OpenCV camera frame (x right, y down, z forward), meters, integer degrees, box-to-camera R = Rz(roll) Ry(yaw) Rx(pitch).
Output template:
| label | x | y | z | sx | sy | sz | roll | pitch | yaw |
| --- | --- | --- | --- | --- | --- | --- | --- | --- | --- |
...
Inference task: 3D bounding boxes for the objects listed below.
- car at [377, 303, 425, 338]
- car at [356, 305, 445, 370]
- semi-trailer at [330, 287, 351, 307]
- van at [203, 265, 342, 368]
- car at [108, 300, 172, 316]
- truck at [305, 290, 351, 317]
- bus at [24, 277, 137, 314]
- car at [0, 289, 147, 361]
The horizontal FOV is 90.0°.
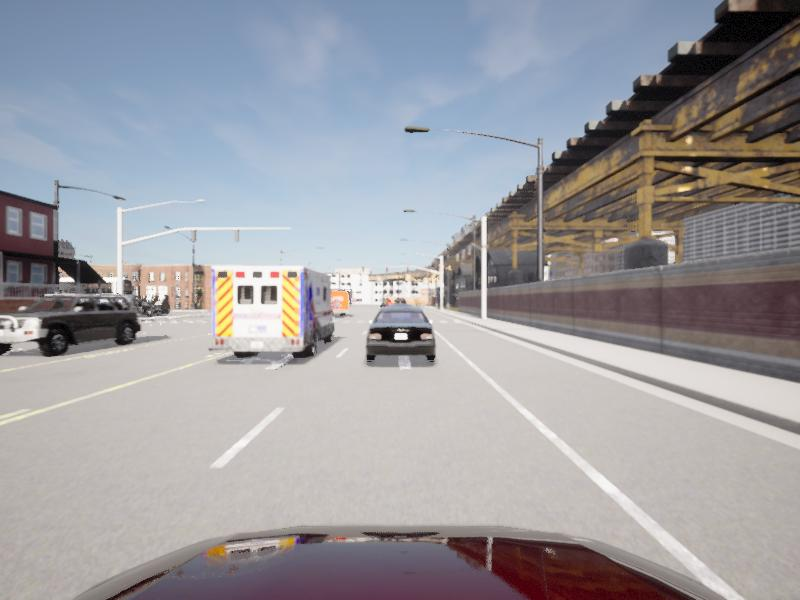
| label | x | y | z | sx | sy | sz | roll | pitch | yaw |
| --- | --- | --- | --- | --- | --- | --- | --- | --- | --- |
| car | 0.041 | 0.899 | 19.713 | 2.033 | 1.411 | 5.357 | 0 | 0 | 0 |
| car | 0.026 | 0.897 | 11.806 | 2.033 | 1.411 | 5.357 | 0 | 0 | 0 |
| semi-trailer | -13.927 | -0.602 | 94.650 | 2.717 | 4.402 | 14.254 | 0 | 0 | 0 |
| van | -3.475 | 0.379 | 12.661 | 2.351 | 2.431 | 6.366 | 0 | 0 | 0 |
| car | -26.463 | 0.779 | 40.786 | 5.238 | 1.638 | 1.930 | 0 | 0 | 0 |
| truck | -7.260 | 0.367 | 39.616 | 2.627 | 2.467 | 5.204 | 1 | 0 | -33 |
| bus | -37.751 | -0.524 | 47.650 | 10.273 | 4.253 | 3.944 | 0 | 0 | 0 |
| car | -10.476 | 0.656 | 12.706 | 1.932 | 1.855 | 4.605 | 0 | 0 | 0 |
